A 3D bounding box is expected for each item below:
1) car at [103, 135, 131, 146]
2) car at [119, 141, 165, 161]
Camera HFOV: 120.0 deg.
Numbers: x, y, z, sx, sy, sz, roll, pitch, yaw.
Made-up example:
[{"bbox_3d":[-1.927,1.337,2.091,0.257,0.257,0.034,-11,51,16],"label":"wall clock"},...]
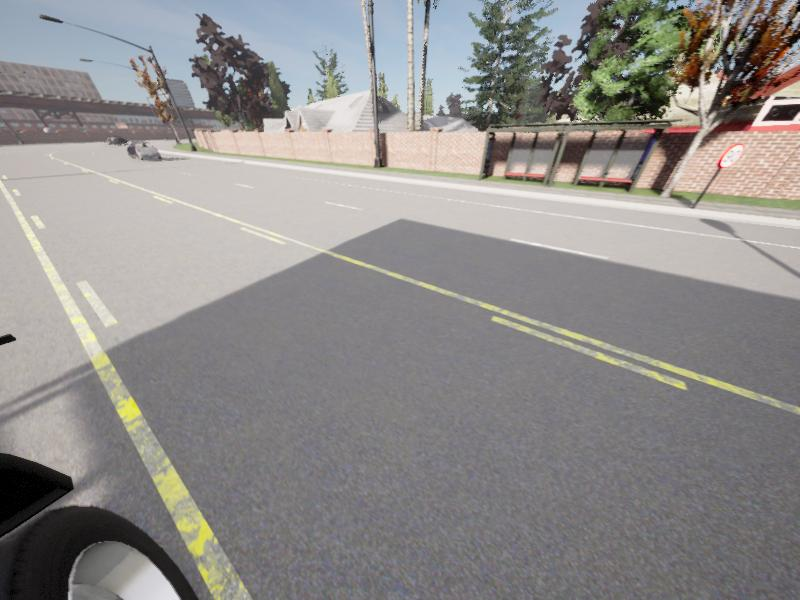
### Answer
[{"bbox_3d":[-53.687,-30.360,43.911,1.789,1.549,3.705,-13,38,-17],"label":"car"},{"bbox_3d":[-25.501,-14.769,22.841,3.633,1.501,1.845,22,41,27],"label":"car"}]
